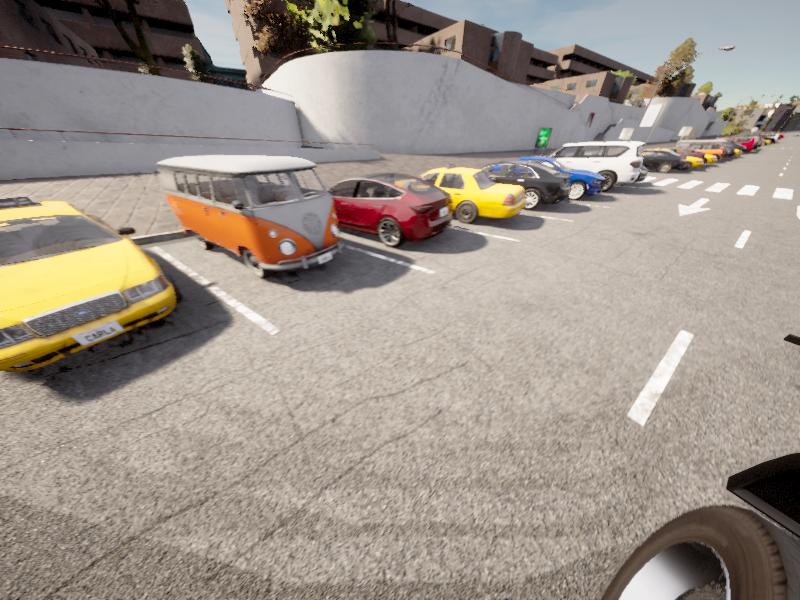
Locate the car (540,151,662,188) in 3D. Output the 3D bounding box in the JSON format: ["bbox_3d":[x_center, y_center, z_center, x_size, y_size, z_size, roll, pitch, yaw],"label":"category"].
[{"bbox_3d":[11.352,-7.778,13.544,4.892,1.521,2.231,21,40,28],"label":"car"}]

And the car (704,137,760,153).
[{"bbox_3d":[52.995,-24.818,37.048,4.442,1.987,1.878,21,40,29],"label":"car"}]

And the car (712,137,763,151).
[{"bbox_3d":[60.128,-27.937,41.286,4.442,1.987,1.878,21,41,29],"label":"car"}]

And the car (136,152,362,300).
[{"bbox_3d":[-3.207,-1.956,4.998,4.442,1.987,1.878,21,40,29],"label":"car"}]

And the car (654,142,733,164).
[{"bbox_3d":[30.920,-15.736,24.648,4.553,1.767,2.185,21,40,28],"label":"car"}]

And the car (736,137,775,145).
[{"bbox_3d":[84.785,-37.913,55.225,4.674,1.452,2.002,21,40,29],"label":"car"}]

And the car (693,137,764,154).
[{"bbox_3d":[50.425,-23.864,35.719,5.566,2.045,2.435,21,41,29],"label":"car"}]

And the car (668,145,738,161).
[{"bbox_3d":[35.789,-17.587,27.549,4.674,1.452,2.002,21,40,29],"label":"car"}]

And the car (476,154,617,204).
[{"bbox_3d":[6.468,-5.793,10.751,5.008,1.535,2.097,21,40,29],"label":"car"}]

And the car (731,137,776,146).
[{"bbox_3d":[82.172,-36.972,53.899,5.366,1.575,1.946,21,41,29],"label":"car"}]

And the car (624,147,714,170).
[{"bbox_3d":[23.541,-12.680,20.558,4.792,1.488,2.163,21,40,28],"label":"car"}]

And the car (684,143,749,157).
[{"bbox_3d":[43.148,-20.587,31.707,4.792,1.488,2.163,21,40,29],"label":"car"}]

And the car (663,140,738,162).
[{"bbox_3d":[33.444,-16.783,25.957,4.442,1.987,1.878,21,40,29],"label":"car"}]

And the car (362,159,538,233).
[{"bbox_3d":[1.430,-3.860,8.047,5.366,1.575,1.946,21,40,29],"label":"car"}]

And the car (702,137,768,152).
[{"bbox_3d":[55.365,-25.883,38.453,5.566,2.045,2.435,21,40,29],"label":"car"}]

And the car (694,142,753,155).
[{"bbox_3d":[48.014,-22.604,34.491,4.674,1.452,2.002,21,41,29],"label":"car"}]

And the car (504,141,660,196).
[{"bbox_3d":[8.882,-6.997,12.007,5.566,2.045,2.435,21,40,29],"label":"car"}]

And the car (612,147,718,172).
[{"bbox_3d":[21.277,-11.661,19.038,5.366,1.575,1.946,21,40,28],"label":"car"}]

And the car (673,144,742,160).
[{"bbox_3d":[38.206,-18.599,28.953,4.792,1.488,2.163,21,40,29],"label":"car"}]

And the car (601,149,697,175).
[{"bbox_3d":[18.683,-10.698,17.746,4.674,1.452,2.002,21,40,29],"label":"car"}]

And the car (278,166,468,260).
[{"bbox_3d":[-0.885,-2.786,6.600,4.792,1.488,2.163,21,41,29],"label":"car"}]

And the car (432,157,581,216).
[{"bbox_3d":[4.030,-4.791,9.349,4.892,1.521,2.231,21,40,29],"label":"car"}]

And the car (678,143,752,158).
[{"bbox_3d":[40.833,-19.564,30.228,5.366,1.575,1.946,21,40,29],"label":"car"}]

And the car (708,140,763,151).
[{"bbox_3d":[57.790,-26.697,39.981,4.892,1.521,2.231,21,41,29],"label":"car"}]

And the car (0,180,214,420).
[{"bbox_3d":[-5.591,-0.754,3.702,5.366,1.575,1.946,21,40,29],"label":"car"}]

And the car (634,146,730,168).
[{"bbox_3d":[26.164,-13.622,21.843,5.366,1.575,1.946,21,40,29],"label":"car"}]
